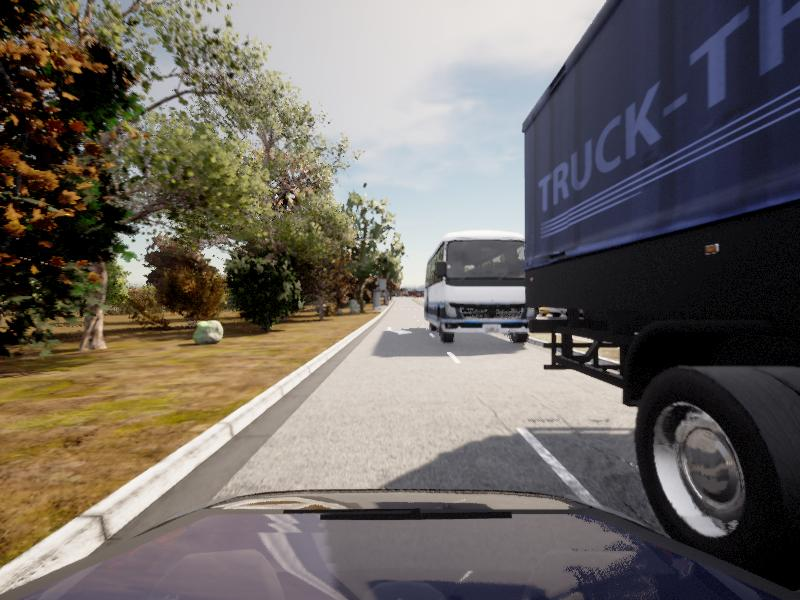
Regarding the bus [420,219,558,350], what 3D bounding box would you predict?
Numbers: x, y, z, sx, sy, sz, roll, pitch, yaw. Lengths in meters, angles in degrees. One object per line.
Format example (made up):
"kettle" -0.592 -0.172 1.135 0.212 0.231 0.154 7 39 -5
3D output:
"bus" 3.141 -0.482 18.127 3.944 4.253 10.273 0 0 0
